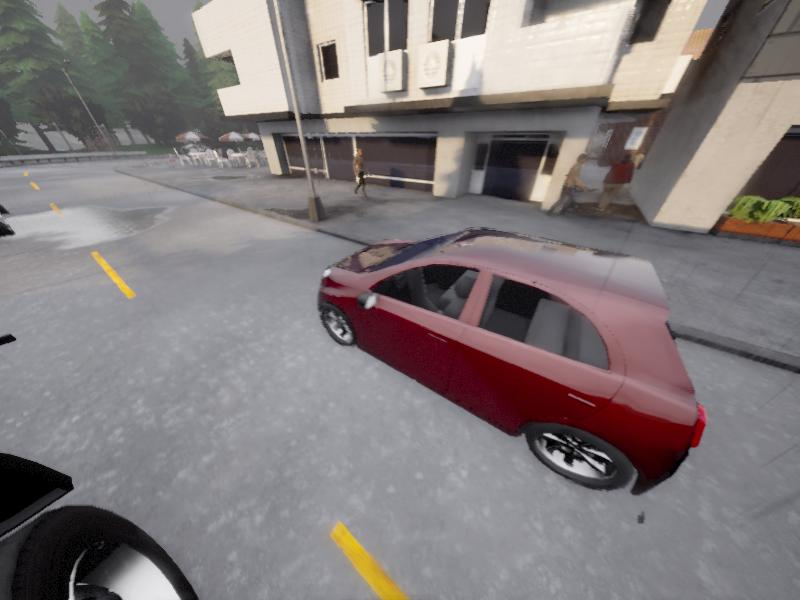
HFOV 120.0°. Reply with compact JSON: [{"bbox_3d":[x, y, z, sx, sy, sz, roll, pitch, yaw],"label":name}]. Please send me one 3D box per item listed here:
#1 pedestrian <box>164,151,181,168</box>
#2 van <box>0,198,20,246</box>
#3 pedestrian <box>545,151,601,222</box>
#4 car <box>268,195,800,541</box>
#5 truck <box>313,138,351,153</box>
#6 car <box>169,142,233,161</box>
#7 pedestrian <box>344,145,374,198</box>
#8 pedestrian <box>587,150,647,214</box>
[{"bbox_3d":[-18.666,-11.537,18.979,0.500,1.100,0.500,27,43,32],"label":"pedestrian"},{"bbox_3d":[-12.834,-3.050,5.940,5.915,2.561,1.988,22,40,28],"label":"van"},{"bbox_3d":[5.303,-3.543,7.223,0.751,1.860,0.751,18,39,23],"label":"pedestrian"},{"bbox_3d":[0.648,-0.009,2.605,3.633,1.501,1.845,22,41,28],"label":"car"},{"bbox_3d":[-11.921,-27.651,41.283,2.390,2.098,6.274,22,41,28],"label":"truck"},{"bbox_3d":[-23.572,-17.840,27.644,1.930,1.638,5.238,20,40,26],"label":"car"},{"bbox_3d":[-1.683,-5.402,9.742,0.751,1.860,0.751,24,42,30],"label":"pedestrian"},{"bbox_3d":[7.434,-4.068,7.987,0.751,1.860,0.751,29,44,34],"label":"pedestrian"}]
